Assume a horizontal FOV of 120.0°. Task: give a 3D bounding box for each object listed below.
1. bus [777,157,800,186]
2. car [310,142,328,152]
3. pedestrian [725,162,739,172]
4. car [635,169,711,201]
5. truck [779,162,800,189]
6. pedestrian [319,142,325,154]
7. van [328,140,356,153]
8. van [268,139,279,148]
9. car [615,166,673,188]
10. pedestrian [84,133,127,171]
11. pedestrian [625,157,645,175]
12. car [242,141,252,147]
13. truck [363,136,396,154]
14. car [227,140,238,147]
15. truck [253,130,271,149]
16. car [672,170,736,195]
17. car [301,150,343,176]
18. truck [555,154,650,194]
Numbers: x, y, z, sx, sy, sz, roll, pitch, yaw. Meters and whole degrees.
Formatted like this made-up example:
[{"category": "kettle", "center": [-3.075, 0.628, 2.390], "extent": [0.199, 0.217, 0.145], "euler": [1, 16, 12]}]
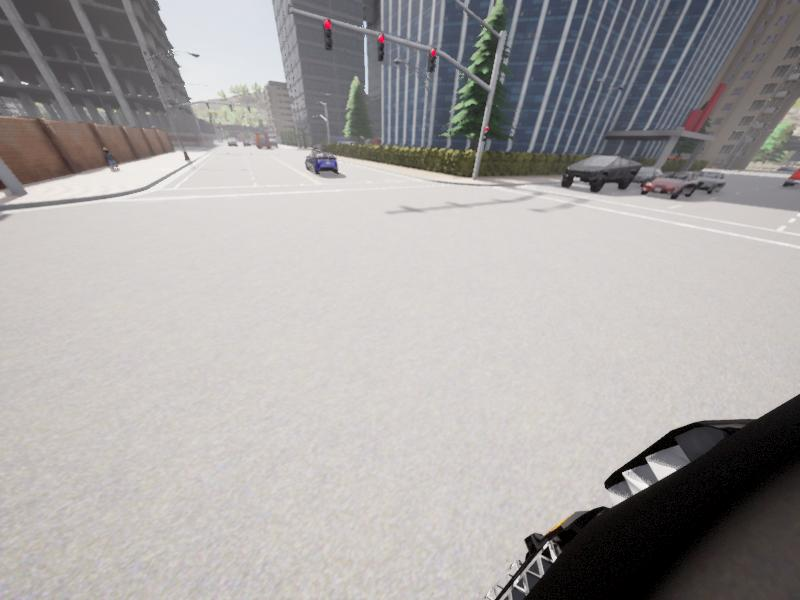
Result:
[{"category": "bus", "center": [52.268, -16.456, 28.261], "extent": [10.273, 4.253, 3.944], "euler": [-16, 38, -26]}, {"category": "car", "center": [-20.878, -39.633, 59.823], "extent": [3.866, 1.878, 1.905], "euler": [-17, 38, -26]}, {"category": "pedestrian", "center": [75.663, -30.232, 52.646], "extent": [0.751, 1.860, 0.751], "euler": [-12, 36, -20]}, {"category": "car", "center": [17.845, -7.600, 15.111], "extent": [4.193, 1.474, 1.816], "euler": [-16, 38, -26]}, {"category": "truck", "center": [43.983, -13.271, 24.520], "extent": [5.204, 2.467, 2.627], "euler": [-16, 38, -26]}, {"category": "pedestrian", "center": [-15.184, -29.720, 45.151], "extent": [0.751, 1.860, 0.751], "euler": [-12, 36, -20]}, {"category": "van", "center": [-14.789, -39.397, 59.395], "extent": [6.366, 2.431, 2.351], "euler": [-16, 38, -26]}, {"category": "van", "center": [-38.357, -47.365, 69.950], "extent": [2.069, 2.038, 4.480], "euler": [-16, 38, -26]}, {"category": "car", "center": [21.358, -10.846, 20.224], "extent": [4.674, 1.442, 1.812], "euler": [-16, 38, -26]}, {"category": "pedestrian", "center": [-17.542, -8.805, 13.822], "extent": [0.751, 1.860, 0.751], "euler": [-19, 40, -29]}, {"category": "pedestrian", "center": [29.009, -16.492, 28.489], "extent": [0.751, 1.860, 0.751], "euler": [-7, 35, -14]}, {"category": "car", "center": [-44.105, -44.989, 66.654], "extent": [1.895, 1.301, 4.718], "euler": [-16, 38, -26]}, {"category": "truck", "center": [-5.525, -42.691, 63.709], "extent": [8.468, 3.827, 2.891], "euler": [-16, 38, -26]}, {"category": "car", "center": [-45.226, -42.249, 62.401], "extent": [2.033, 1.411, 5.357], "euler": [-16, 38, -26]}, {"category": "truck", "center": [-36.754, -42.647, 61.422], "extent": [2.891, 3.827, 8.468], "euler": [-16, 38, -26]}, {"category": "car", "center": [23.904, -9.304, 18.175], "extent": [4.181, 1.385, 1.994], "euler": [-17, 38, -26]}, {"category": "car", "center": [-6.502, -11.370, 19.047], "extent": [2.007, 1.525, 4.514], "euler": [-16, 38, -25]}, {"category": "truck", "center": [14.559, -9.162, 16.643], "extent": [6.274, 2.098, 2.390], "euler": [-16, 38, -26]}]
